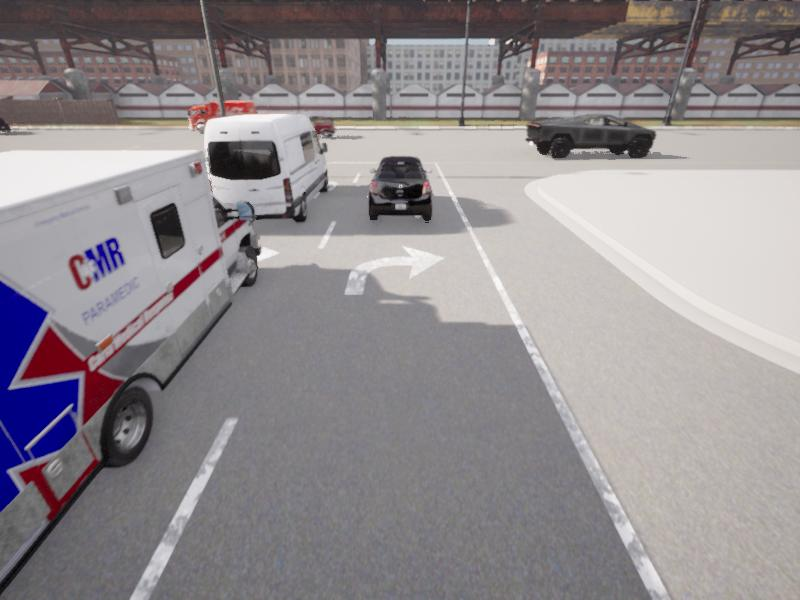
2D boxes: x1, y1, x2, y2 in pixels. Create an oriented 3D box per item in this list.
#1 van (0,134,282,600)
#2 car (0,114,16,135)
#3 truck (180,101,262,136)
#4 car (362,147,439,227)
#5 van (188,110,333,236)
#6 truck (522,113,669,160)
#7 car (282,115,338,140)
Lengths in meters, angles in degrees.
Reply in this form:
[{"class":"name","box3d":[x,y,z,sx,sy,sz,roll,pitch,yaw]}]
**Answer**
[{"class":"van","box3d":[-3.496,-0.259,4.462,2.351,2.431,6.366,0,27,0]},{"class":"car","box3d":[-35.232,-14.745,33.616,3.633,1.501,1.845,0,27,0]},{"class":"truck","box3d":[-14.738,-15.141,33.318,5.204,2.467,2.627,-1,27,1]},{"class":"car","box3d":[0.024,-3.359,11.471,1.845,1.501,3.633,0,27,0]},{"class":"van","box3d":[-3.492,-4.041,11.693,1.988,2.561,5.915,0,27,0]},{"class":"truck","box3d":[10.080,-8.685,21.199,6.274,2.098,2.390,-1,27,-1]},{"class":"car","box3d":[-6.753,-13.110,30.390,3.705,1.549,1.789,0,27,0]}]
